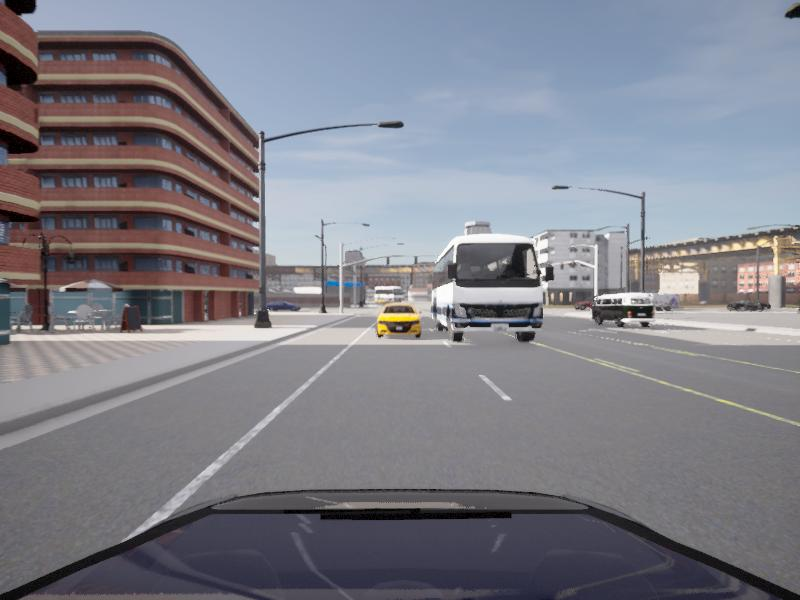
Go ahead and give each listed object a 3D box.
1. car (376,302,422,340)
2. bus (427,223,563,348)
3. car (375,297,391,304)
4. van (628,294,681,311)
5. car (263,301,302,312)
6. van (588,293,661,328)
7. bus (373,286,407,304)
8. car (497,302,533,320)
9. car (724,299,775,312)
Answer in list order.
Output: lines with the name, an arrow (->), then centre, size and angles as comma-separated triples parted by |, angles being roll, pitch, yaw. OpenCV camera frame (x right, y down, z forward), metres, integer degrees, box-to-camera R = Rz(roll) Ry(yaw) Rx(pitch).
car -> -0.035, 0.883, 18.735 | 1.882, 1.535, 5.008 | 0, 0, 0
bus -> 3.581, -0.473, 18.774 | 3.944, 4.253, 10.273 | 0, 0, 0
car -> -4.210, 0.166, 98.024 | 1.801, 1.575, 5.366 | 0, 1, -26
van -> 37.098, 0.294, 58.425 | 6.366, 2.431, 2.351 | 0, 1, 0
car -> -15.712, 0.851, 53.733 | 4.674, 1.442, 1.812 | 0, 1, -3
van -> 13.942, 0.646, 25.229 | 2.069, 2.038, 4.480 | 0, -1, 0
bus -> -2.659, -1.257, 102.527 | 3.944, 4.253, 10.273 | -1, 1, -32
car -> 10.437, 0.916, 36.578 | 2.007, 1.525, 4.514 | 0, 0, 0
car -> 48.126, 0.734, 55.176 | 5.238, 1.638, 1.930 | 0, 1, 1
